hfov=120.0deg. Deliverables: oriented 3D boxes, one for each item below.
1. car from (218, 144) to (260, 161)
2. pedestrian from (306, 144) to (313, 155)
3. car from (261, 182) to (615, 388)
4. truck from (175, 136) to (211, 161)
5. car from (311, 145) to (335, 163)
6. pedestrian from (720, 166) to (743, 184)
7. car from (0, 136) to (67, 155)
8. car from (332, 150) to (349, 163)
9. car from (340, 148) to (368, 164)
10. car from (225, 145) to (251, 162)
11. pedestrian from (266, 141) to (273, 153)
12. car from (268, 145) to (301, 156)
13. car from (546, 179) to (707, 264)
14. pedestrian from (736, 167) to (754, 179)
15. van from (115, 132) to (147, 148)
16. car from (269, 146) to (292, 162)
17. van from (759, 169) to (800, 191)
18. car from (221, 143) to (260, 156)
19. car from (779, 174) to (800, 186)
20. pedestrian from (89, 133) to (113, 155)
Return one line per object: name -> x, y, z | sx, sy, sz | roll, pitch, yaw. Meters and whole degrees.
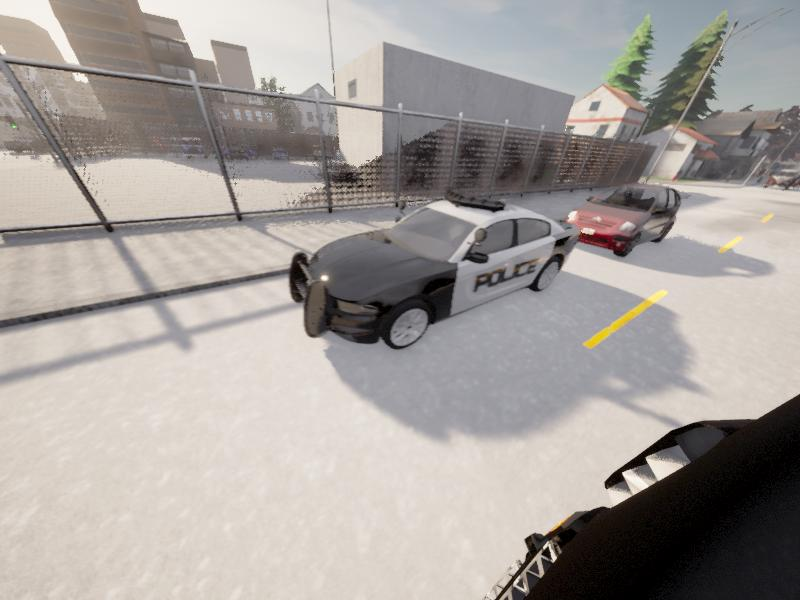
car -> -18.817, -17.353, 27.174 | 3.705, 1.547, 1.789 | -17, 38, -27
pedestrian -> -17.495, -29.236, 44.848 | 0.751, 1.860, 0.751 | 5, 34, 3
car -> 0.936, -0.889, 3.902 | 5.238, 1.638, 1.930 | -17, 38, -27
truck -> -22.553, -16.646, 25.375 | 2.069, 2.038, 4.478 | -17, 38, -27
car -> -10.448, -19.750, 31.167 | 1.905, 1.878, 3.866 | -17, 38, -27
pedestrian -> 41.446, -15.606, 28.910 | 0.751, 1.860, 0.751 | -15, 37, -25
car -> -37.886, -16.029, 23.937 | 2.033, 1.411, 5.357 | -17, 38, -27
car -> -8.163, -19.703, 31.655 | 1.481, 1.379, 2.207 | -17, 38, -27
car -> -6.654, -20.632, 32.989 | 2.242, 1.667, 4.611 | -17, 38, -27
car -> -19.097, -17.314, 27.223 | 2.033, 1.415, 5.357 | -17, 38, -27
pedestrian -> -24.797, -29.014, 43.935 | 0.751, 1.860, 0.751 | -17, 38, -28
car -> -20.304, -26.282, 40.723 | 4.892, 1.490, 1.837 | -18, 39, -27
car -> 6.696, -2.542, 6.887 | 3.988, 1.617, 1.851 | -17, 38, -27
pedestrian -> 59.164, -21.750, 39.590 | 0.751, 1.860, 0.751 | -12, 36, -21
van -> -55.929, -33.403, 48.217 | 2.351, 2.431, 6.366 | -17, 38, -27
car -> -15.309, -18.760, 29.595 | 1.845, 1.501, 3.633 | -17, 38, -27
van -> 43.594, -13.695, 26.307 | 4.442, 1.987, 1.775 | -17, 38, -27
car -> -26.037, -24.615, 37.741 | 4.902, 1.511, 2.128 | -17, 39, -28
car -> 61.552, -18.786, 35.980 | 4.181, 1.385, 1.994 | -17, 38, -27
pedestrian -> -32.109, -16.762, 24.846 | 0.751, 1.860, 0.751 | -16, 38, -27
